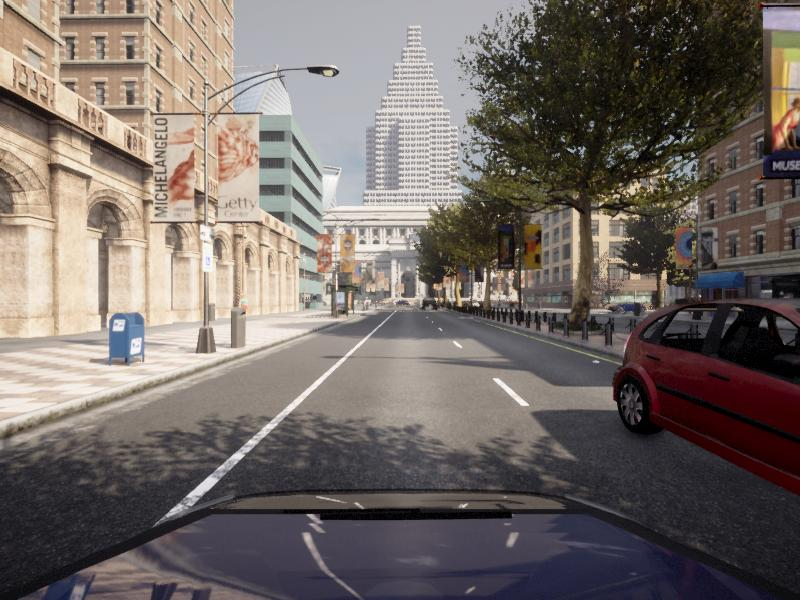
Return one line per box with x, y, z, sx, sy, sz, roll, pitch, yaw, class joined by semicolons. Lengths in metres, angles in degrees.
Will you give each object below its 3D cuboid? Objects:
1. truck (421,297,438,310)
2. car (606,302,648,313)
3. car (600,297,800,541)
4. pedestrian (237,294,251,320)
4.810;0.542;65.405;2.390;2.098;6.274;0;0;1;truck
28.956;0.907;51.161;4.181;1.385;1.994;0;0;1;car
3.587;0.788;3.390;1.851;1.617;3.988;0;0;1;car
-11.447;0.485;29.392;0.751;1.860;0.751;0;0;0;pedestrian
